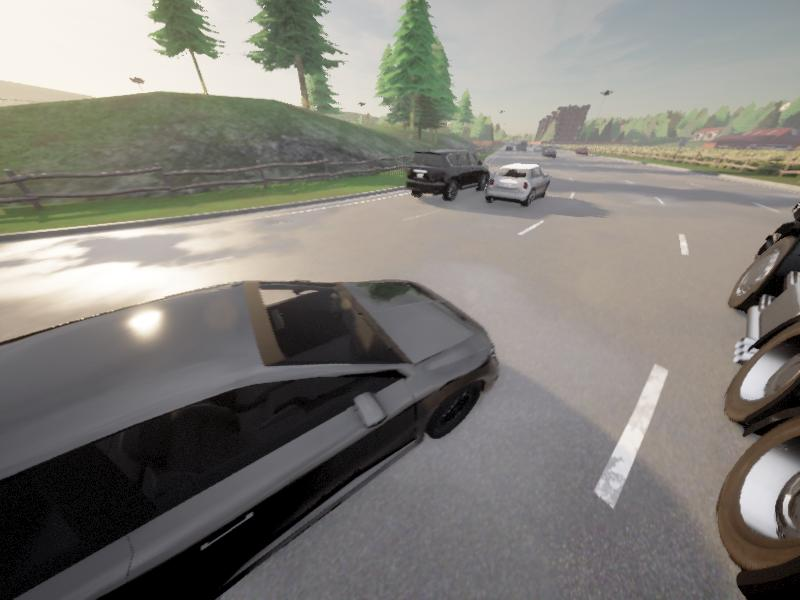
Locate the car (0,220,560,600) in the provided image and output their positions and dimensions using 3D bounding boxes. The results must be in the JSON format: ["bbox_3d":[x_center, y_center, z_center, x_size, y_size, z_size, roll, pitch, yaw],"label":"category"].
[{"bbox_3d":[-1.052,0.674,1.797,4.193,1.474,1.816,-21,40,-28],"label":"car"}]

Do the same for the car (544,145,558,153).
[{"bbox_3d":[41.069,-41.137,62.827,2.242,1.667,4.611,13,36,18],"label":"car"}]

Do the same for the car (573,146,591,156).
[{"bbox_3d":[37.359,-30.622,47.484,1.845,1.501,3.633,13,37,18],"label":"car"}]

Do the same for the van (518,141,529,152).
[{"bbox_3d":[36.148,-45.254,67.899,1.988,2.561,5.915,13,36,18],"label":"van"}]

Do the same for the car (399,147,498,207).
[{"bbox_3d":[2.589,-6.445,11.685,2.150,2.045,5.566,26,42,32],"label":"car"}]

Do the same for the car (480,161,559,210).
[{"bbox_3d":[5.621,-5.470,10.771,1.970,1.475,3.806,26,42,32],"label":"car"}]

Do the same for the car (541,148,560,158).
[{"bbox_3d":[26.912,-26.494,41.561,2.033,1.411,5.357,13,36,18],"label":"car"}]

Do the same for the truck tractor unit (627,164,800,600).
[{"bbox_3d":[4.927,-0.449,1.010,6.516,4.208,3.053,-25,41,-31],"label":"truck tractor unit"}]
